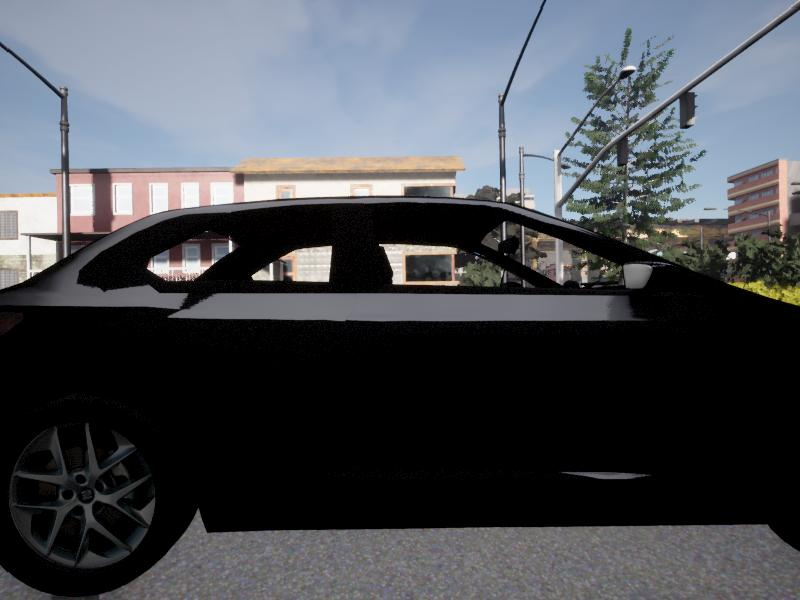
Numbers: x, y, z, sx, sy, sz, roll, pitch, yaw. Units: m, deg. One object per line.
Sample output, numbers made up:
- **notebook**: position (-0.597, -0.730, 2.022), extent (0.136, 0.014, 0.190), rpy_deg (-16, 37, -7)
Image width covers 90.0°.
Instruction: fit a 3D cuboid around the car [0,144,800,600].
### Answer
- **car**: position (0.342, 0.254, 2.184), extent (4.193, 1.474, 1.816), rpy_deg (0, 0, -1)
